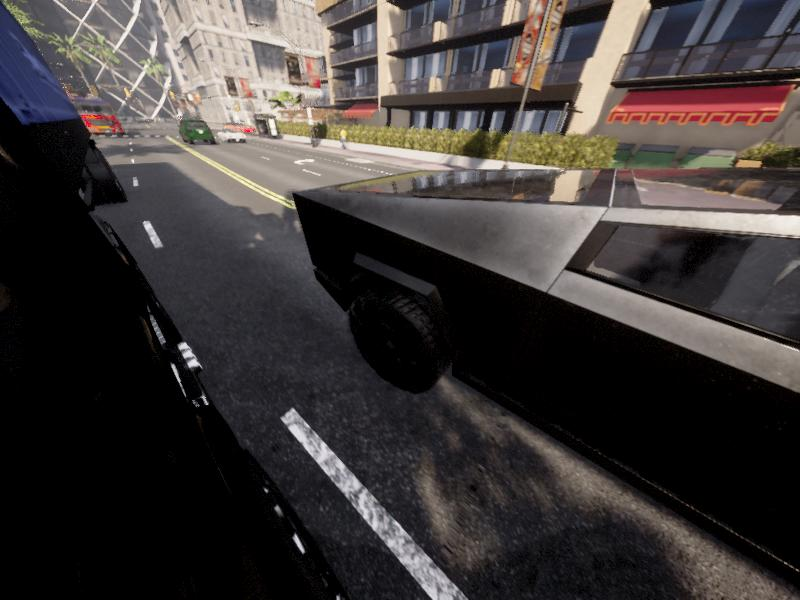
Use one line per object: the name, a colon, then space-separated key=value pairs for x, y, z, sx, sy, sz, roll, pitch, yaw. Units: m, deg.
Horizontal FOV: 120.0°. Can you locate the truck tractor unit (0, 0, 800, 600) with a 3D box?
truck tractor unit: x=-2.645 y=-0.295 z=0.352 sx=6.516 sy=4.208 sz=3.053 roll=28 pitch=44 yaw=30

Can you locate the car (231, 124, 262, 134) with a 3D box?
car: x=-29.575 y=-33.037 z=44.634 sx=4.514 sy=1.525 sz=2.007 roll=-22 pitch=43 yaw=-29

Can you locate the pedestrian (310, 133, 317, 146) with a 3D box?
pedestrian: x=-9.297 y=-17.243 z=24.839 sx=0.500 sy=1.100 sz=0.500 roll=-16 pitch=41 yaw=-23

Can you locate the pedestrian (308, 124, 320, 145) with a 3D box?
pedestrian: x=-9.564 y=-18.419 z=25.756 sx=0.751 sy=1.860 sz=0.751 roll=-27 pitch=46 yaw=-33

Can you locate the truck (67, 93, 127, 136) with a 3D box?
truck: x=-38.607 y=-23.759 z=29.841 sx=2.891 sy=3.827 sz=8.468 roll=-28 pitch=46 yaw=-34

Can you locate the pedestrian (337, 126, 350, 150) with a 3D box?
pedestrian: x=-5.509 y=-15.725 z=22.404 sx=0.751 sy=1.860 sz=0.751 roll=-28 pitch=47 yaw=-34

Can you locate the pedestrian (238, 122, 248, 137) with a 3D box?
pedestrian: x=-24.557 y=-26.675 z=36.130 sx=0.751 sy=1.860 sz=0.751 roll=-24 pitch=44 yaw=-30

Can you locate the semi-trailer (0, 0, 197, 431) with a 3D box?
semi-trailer: x=-8.425 y=-3.775 z=4.484 sx=14.254 sy=4.402 sz=2.717 roll=31 pitch=46 yaw=33

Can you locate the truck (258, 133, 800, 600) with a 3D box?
truck: x=2.096 y=0.258 z=1.657 sx=6.274 sy=2.098 sz=2.390 roll=27 pitch=43 yaw=28

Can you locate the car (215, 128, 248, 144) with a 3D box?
car: x=-19.642 y=-19.134 z=26.889 sx=1.895 sy=1.301 sz=4.718 roll=-28 pitch=46 yaw=-34

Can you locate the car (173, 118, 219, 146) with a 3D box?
car: x=-20.851 y=-17.159 z=23.563 sx=2.150 sy=2.045 sz=5.566 roll=-29 pitch=47 yaw=-35

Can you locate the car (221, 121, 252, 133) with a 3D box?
car: x=-32.655 y=-34.535 z=46.225 sx=4.553 sy=1.767 sz=2.097 roll=-21 pitch=43 yaw=-28
